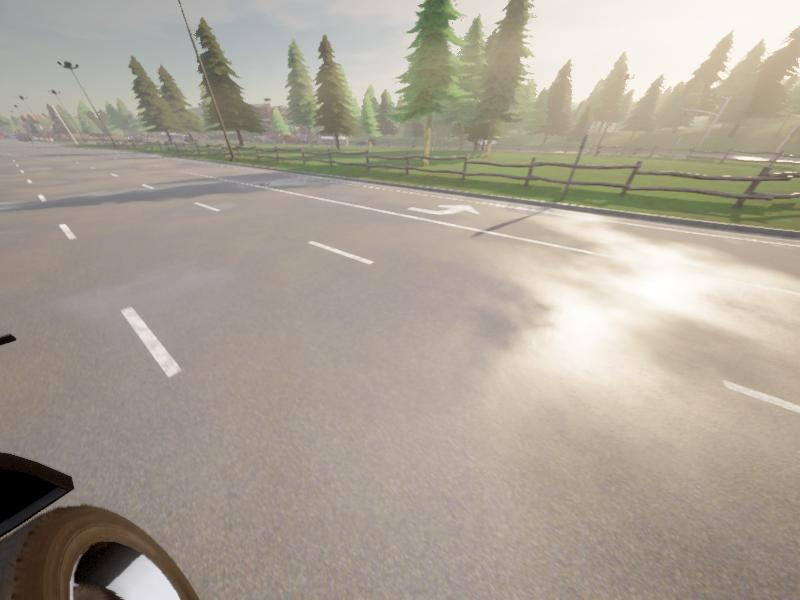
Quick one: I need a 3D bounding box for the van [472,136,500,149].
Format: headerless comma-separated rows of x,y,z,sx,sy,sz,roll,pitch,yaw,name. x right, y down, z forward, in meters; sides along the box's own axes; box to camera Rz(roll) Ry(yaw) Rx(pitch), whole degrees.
21.425,-39.500,57.820,5.915,2.561,1.988,22,41,28,van

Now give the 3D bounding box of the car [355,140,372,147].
-11.060,-47.414,69.757,5.027,1.651,2.152,22,41,28,car

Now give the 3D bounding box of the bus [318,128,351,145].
-21.236,-52.713,74.619,10.273,4.253,3.944,22,41,28,bus
